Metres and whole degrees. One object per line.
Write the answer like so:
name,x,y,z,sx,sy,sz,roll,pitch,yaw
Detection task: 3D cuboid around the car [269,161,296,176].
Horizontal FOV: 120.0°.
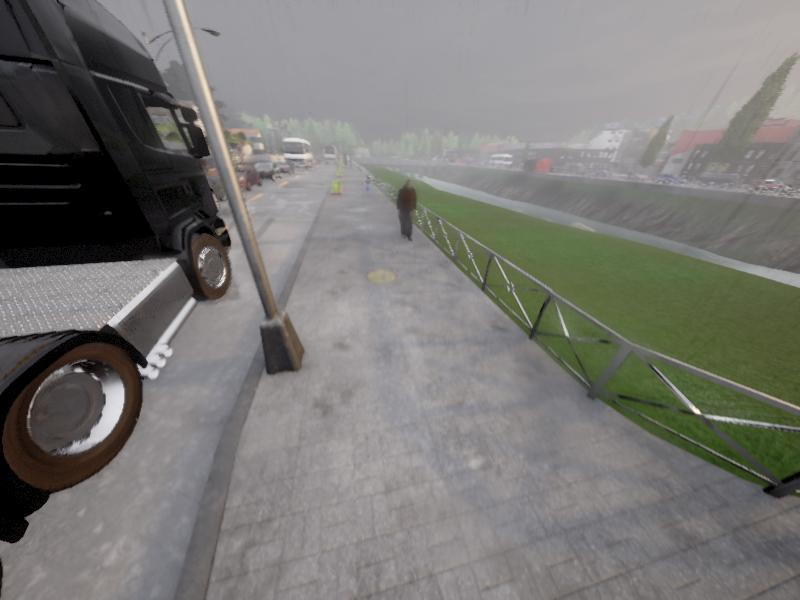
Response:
car,-14.619,-16.627,29.083,1.994,1.385,4.181,-4,32,-11

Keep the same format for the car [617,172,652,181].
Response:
car,48.199,-25.511,47.657,1.895,1.301,4.718,-5,33,-11

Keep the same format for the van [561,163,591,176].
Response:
van,45.191,-33.805,59.621,1.988,2.561,5.915,-5,33,-11

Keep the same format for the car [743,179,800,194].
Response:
car,51.963,-15.924,32.317,1.970,1.475,3.806,-5,33,-11

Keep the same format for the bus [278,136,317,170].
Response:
bus,-17.369,-25.350,40.215,3.944,4.253,10.273,-5,32,-11

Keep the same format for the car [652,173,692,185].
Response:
car,49.536,-22.163,42.193,1.816,1.474,4.193,-5,33,-11

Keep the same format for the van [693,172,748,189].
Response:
van,50.831,-19.078,36.831,1.775,1.987,4.442,-5,33,-11

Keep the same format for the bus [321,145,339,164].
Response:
bus,-19.698,-41.106,65.382,3.944,4.253,10.273,-5,33,-11

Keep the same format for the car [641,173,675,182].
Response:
car,52.441,-25.017,47.079,1.994,1.385,4.181,-5,33,-11

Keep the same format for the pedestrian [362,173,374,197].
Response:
pedestrian,-2.049,-7.354,14.830,0.751,1.300,0.751,-2,32,-7

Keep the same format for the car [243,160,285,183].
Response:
car,-13.034,-12.664,22.556,1.930,1.638,5.238,-5,33,-11

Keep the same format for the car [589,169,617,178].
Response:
car,46.782,-29.218,53.386,1.812,1.442,4.674,-5,33,-11

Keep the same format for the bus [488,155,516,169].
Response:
bus,38.363,-52.458,87.563,3.944,4.253,10.273,-5,32,-11

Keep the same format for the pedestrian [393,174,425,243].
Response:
pedestrian,0.226,-2.808,7.141,0.751,1.860,0.751,-4,32,-11

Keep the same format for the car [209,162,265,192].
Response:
car,-11.639,-9.053,16.874,1.851,1.617,3.988,-5,33,-11

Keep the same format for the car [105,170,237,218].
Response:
car,-10.210,-5.282,11.103,2.033,1.411,5.357,-5,33,-11

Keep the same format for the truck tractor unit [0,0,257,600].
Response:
truck tractor unit,-3.975,-0.771,1.581,3.053,4.208,6.516,-7,33,-16

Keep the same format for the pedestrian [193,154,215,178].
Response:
pedestrian,-17.818,-12.188,21.017,0.751,1.860,0.751,-7,33,-14
